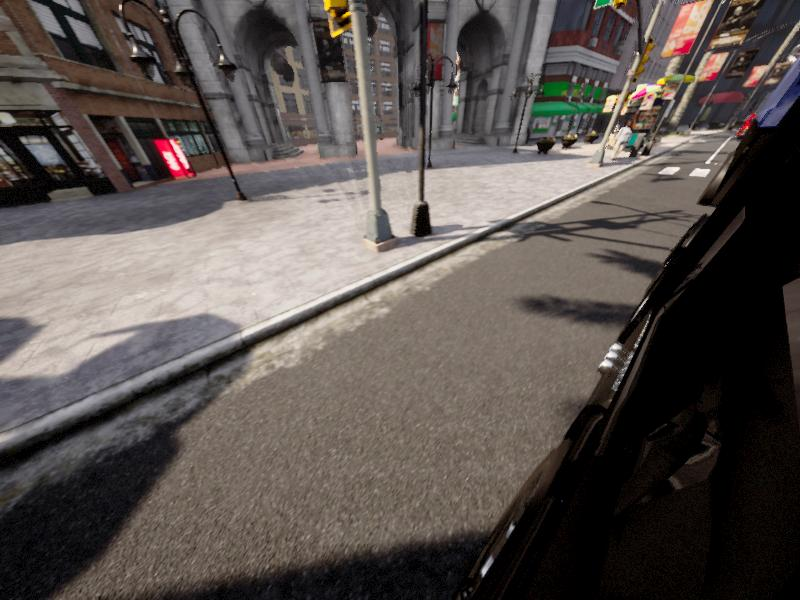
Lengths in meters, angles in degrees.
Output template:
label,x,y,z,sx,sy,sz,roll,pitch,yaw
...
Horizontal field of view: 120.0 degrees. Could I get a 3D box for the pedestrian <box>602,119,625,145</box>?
label,x,y,z,sx,sy,sz,roll,pitch,yaw
pedestrian,19.612,-15.460,21.265,0.751,1.860,0.751,-26,43,-28

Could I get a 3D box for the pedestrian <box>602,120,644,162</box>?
label,x,y,z,sx,sy,sz,roll,pitch,yaw
pedestrian,12.276,-8.787,12.797,0.751,1.860,0.751,-6,37,-5

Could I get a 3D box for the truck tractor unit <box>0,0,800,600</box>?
label,x,y,z,sx,sy,sz,roll,pitch,yaw
truck tractor unit,2.645,-0.295,0.351,6.516,4.208,3.053,-28,44,-30

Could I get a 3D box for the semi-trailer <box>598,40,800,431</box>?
label,x,y,z,sx,sy,sz,roll,pitch,yaw
semi-trailer,8.707,-3.591,4.230,14.254,4.402,2.717,-28,44,-30

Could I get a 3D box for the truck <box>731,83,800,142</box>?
label,x,y,z,sx,sy,sz,roll,pitch,yaw
truck,35.342,-17.394,21.554,8.468,3.827,2.891,-25,42,-27
